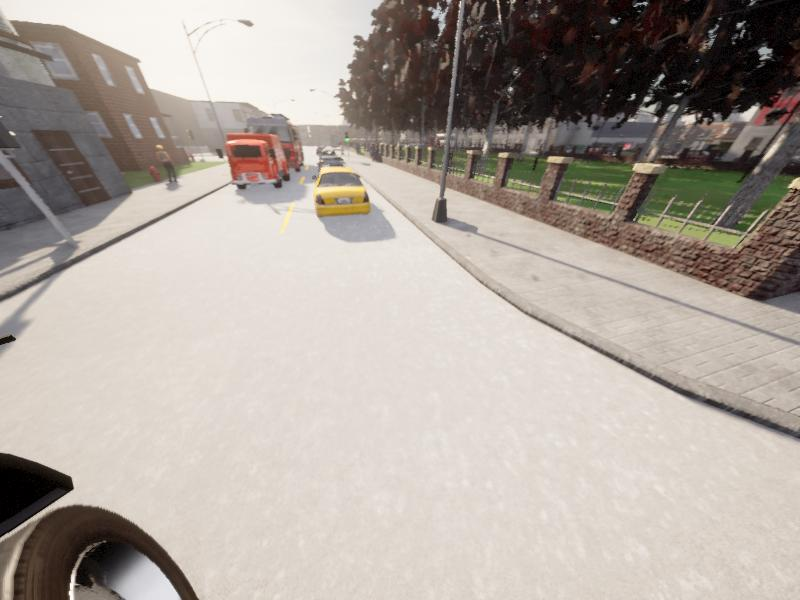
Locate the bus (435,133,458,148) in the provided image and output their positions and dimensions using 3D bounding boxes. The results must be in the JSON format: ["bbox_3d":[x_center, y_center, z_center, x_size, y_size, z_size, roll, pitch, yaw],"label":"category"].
[{"bbox_3d":[17.344,-59.725,86.691,3.944,4.253,10.273,-9,36,-14],"label":"bus"}]

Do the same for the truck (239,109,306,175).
[{"bbox_3d":[-10.262,-13.469,19.899,2.891,3.827,8.468,-8,36,-13],"label":"truck"}]

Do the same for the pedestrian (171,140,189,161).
[{"bbox_3d":[-24.305,-16.487,25.498,0.751,1.860,0.751,-26,43,-33],"label":"pedestrian"}]

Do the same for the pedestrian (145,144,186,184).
[{"bbox_3d":[-12.966,-7.579,12.855,0.751,1.860,0.751,-12,37,-17],"label":"pedestrian"}]

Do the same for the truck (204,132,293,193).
[{"bbox_3d":[-8.026,-7.943,13.156,2.627,2.467,5.204,-9,36,-13],"label":"truck"}]

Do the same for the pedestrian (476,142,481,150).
[{"bbox_3d":[21.720,-42.539,63.872,0.751,1.860,0.751,-4,35,-7],"label":"pedestrian"}]

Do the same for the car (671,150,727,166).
[{"bbox_3d":[37.761,-18.079,29.354,1.789,1.549,3.705,-9,36,-13],"label":"car"}]

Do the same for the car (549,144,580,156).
[{"bbox_3d":[32.098,-29.418,45.330,1.932,1.855,4.605,-9,36,-13],"label":"car"}]

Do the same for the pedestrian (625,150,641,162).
[{"bbox_3d":[31.926,-19.760,31.677,0.751,1.300,0.751,-9,36,-14],"label":"pedestrian"}]

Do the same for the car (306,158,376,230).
[{"bbox_3d":[-2.362,-4.406,8.928,1.801,1.575,5.366,-9,36,-13],"label":"car"}]

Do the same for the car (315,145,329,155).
[{"bbox_3d":[-13.875,-26.840,41.281,1.994,1.385,4.181,-7,35,-11],"label":"car"}]

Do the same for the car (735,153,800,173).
[{"bbox_3d":[39.629,-14.354,24.065,1.837,1.490,4.892,-9,36,-14],"label":"car"}]

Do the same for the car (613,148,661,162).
[{"bbox_3d":[35.763,-22.019,35.028,2.007,1.525,4.514,-9,36,-13],"label":"car"}]

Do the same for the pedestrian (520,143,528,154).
[{"bbox_3d":[25.998,-31.736,48.362,0.751,1.860,0.751,-9,36,-14],"label":"pedestrian"}]

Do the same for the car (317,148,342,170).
[{"bbox_3d":[-6.697,-13.350,21.803,1.845,1.501,3.633,-10,36,-15],"label":"car"}]

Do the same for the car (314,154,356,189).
[{"bbox_3d":[-4.307,-8.437,14.874,2.033,1.411,5.357,-9,36,-14],"label":"car"}]

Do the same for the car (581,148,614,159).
[{"bbox_3d":[34.033,-25.418,39.946,1.970,1.475,3.806,-9,36,-13],"label":"car"}]

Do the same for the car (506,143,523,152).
[{"bbox_3d":[30.506,-40.744,61.630,1.905,1.878,3.866,-9,36,-14],"label":"car"}]

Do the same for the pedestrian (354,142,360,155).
[{"bbox_3d":[-7.076,-25.097,38.224,0.751,1.860,0.751,-9,36,-13],"label":"pedestrian"}]

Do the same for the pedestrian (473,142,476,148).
[{"bbox_3d":[27.010,-56.369,83.913,0.751,1.860,0.751,10,36,13],"label":"pedestrian"}]

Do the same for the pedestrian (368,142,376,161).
[{"bbox_3d":[-3.382,-17.785,27.740,0.751,1.860,0.751,-9,36,-13],"label":"pedestrian"}]
